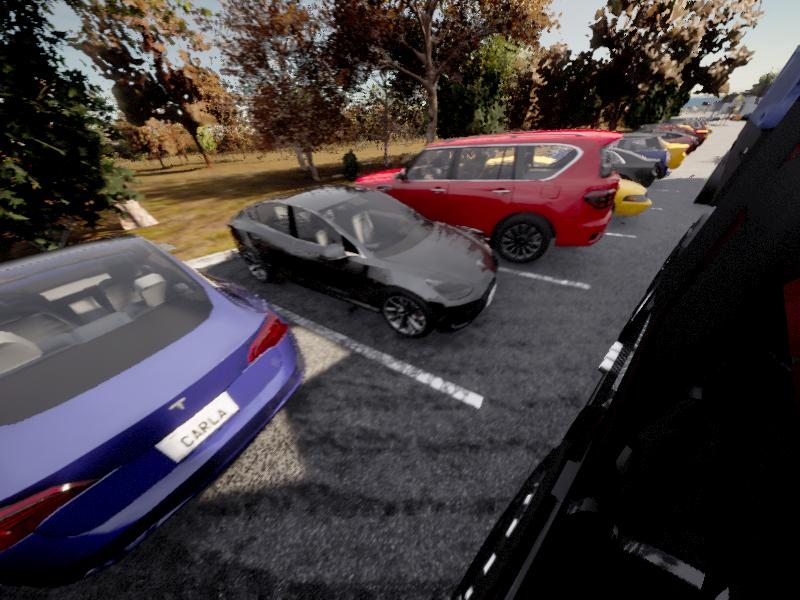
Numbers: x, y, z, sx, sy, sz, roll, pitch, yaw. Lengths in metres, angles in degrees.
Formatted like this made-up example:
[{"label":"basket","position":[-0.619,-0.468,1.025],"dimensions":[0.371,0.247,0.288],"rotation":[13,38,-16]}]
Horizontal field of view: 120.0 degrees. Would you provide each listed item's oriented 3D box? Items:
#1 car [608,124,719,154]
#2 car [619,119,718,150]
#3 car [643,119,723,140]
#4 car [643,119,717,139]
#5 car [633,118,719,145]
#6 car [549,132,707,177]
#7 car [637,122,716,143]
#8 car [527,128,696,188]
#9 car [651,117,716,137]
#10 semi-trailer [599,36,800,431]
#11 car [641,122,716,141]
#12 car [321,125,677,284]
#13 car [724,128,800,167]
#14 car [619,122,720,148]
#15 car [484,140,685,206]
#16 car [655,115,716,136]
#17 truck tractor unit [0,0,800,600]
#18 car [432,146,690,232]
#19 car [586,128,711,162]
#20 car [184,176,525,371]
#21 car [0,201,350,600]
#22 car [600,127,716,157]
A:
[{"label":"car","position":[19.325,-12.073,17.385],"dimensions":[5.008,1.535,2.097],"rotation":[15,40,24]},{"label":"car","position":[21.479,-13.444,18.880],"dimensions":[4.553,1.767,2.185],"rotation":[15,40,24]},{"label":"car","position":[32.447,-19.691,26.766],"dimensions":[5.366,1.575,1.946],"rotation":[14,39,23]},{"label":"car","position":[34.230,-21.068,28.514],"dimensions":[5.366,1.575,1.946],"rotation":[14,40,22]},{"label":"car","position":[25.875,-15.961,21.977],"dimensions":[4.553,1.767,2.185],"rotation":[15,40,23]},{"label":"car","position":[10.446,-7.116,11.300],"dimensions":[5.008,1.535,2.097],"rotation":[16,41,25]},{"label":"car","position":[28.013,-17.113,23.665],"dimensions":[4.674,1.452,2.002],"rotation":[14,40,23]},{"label":"car","position":[8.212,-5.990,9.721],"dimensions":[4.553,1.767,2.185],"rotation":[16,41,25]},{"label":"car","position":[36.527,-22.426,29.979],"dimensions":[4.553,1.767,2.185],"rotation":[13,39,22]},{"label":"semi-trailer","position":[8.663,-3.622,4.270],"dimensions":[14.254,4.402,2.717],"rotation":[-28,44,-30]},{"label":"car","position":[30.153,-18.399,25.256],"dimensions":[4.674,1.452,2.002],"rotation":[14,40,23]},{"label":"car","position":[1.352,-2.462,5.217],"dimensions":[5.566,2.045,2.435],"rotation":[17,41,26]},{"label":"car","position":[19.185,-8.111,12.171],"dimensions":[4.181,1.385,1.994],"rotation":[-29,44,-31]},{"label":"car","position":[23.522,-14.641,20.566],"dimensions":[5.366,1.575,1.946],"rotation":[15,40,24]},{"label":"car","position":[5.936,-4.675,8.315],"dimensions":[4.892,1.521,2.231],"rotation":[17,41,25]},{"label":"car","position":[38.691,-23.806,31.524],"dimensions":[4.442,1.987,1.878],"rotation":[13,39,22]},{"label":"truck tractor unit","position":[2.645,-0.295,0.352],"dimensions":[6.516,4.208,3.053],"rotation":[-28,44,-30]},{"label":"car","position":[3.828,-3.422,6.756],"dimensions":[5.366,1.575,1.946],"rotation":[17,40,26]},{"label":"car","position":[14.874,-9.566,14.356],"dimensions":[4.792,1.488,2.163],"rotation":[16,40,25]},{"label":"car","position":[-0.864,-1.014,3.886],"dimensions":[4.792,1.488,2.163],"rotation":[17,40,26]},{"label":"car","position":[-3.202,0.184,2.430],"dimensions":[4.792,1.488,2.163],"rotation":[17,41,26]},{"label":"car","position":[17.151,-10.798,15.861],"dimensions":[4.792,1.488,2.163],"rotation":[16,40,24]}]
